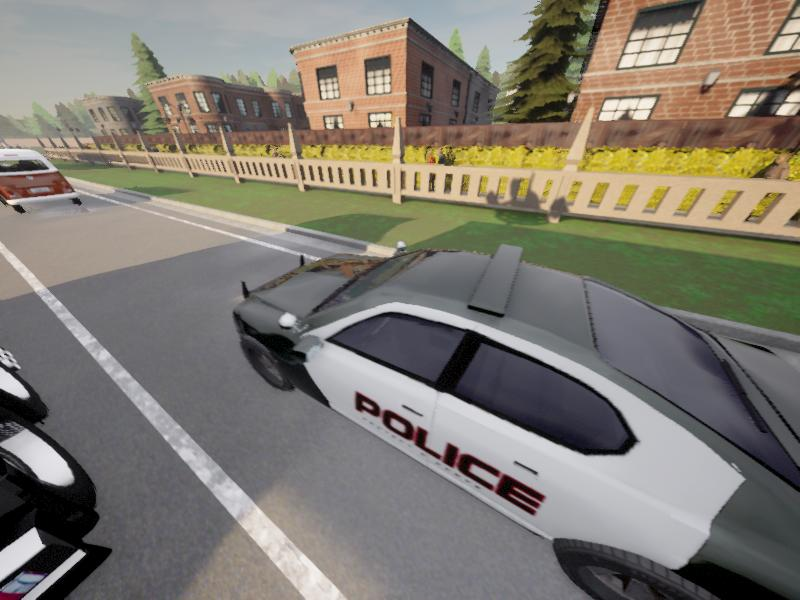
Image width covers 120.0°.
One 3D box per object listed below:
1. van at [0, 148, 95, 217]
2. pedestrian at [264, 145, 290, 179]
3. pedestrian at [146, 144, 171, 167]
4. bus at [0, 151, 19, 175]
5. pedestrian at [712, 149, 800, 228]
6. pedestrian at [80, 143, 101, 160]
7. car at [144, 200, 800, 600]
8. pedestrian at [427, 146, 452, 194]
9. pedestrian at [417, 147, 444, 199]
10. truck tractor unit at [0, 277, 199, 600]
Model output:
[{"bbox_3d":[-15.569,-4.999,9.520,4.480,2.038,2.069,17,39,24],"label":"van"},{"bbox_3d":[-8.035,-9.081,15.200,0.751,1.860,0.751,17,38,23],"label":"pedestrian"},{"bbox_3d":[-23.591,-14.150,22.603,0.751,1.860,0.751,18,39,24],"label":"pedestrian"},{"bbox_3d":[-38.390,-13.109,19.416,10.273,4.253,3.944,18,39,24],"label":"bus"},{"bbox_3d":[10.218,-3.128,6.504,0.751,1.860,0.751,17,38,23],"label":"pedestrian"},{"bbox_3d":[-41.914,-20.089,31.277,0.751,1.860,0.751,18,39,24],"label":"pedestrian"},{"bbox_3d":[0.364,0.298,2.238,4.974,1.542,2.038,18,39,24],"label":"car"},{"bbox_3d":[1.823,-6.011,10.713,0.751,1.860,0.751,18,39,25],"label":"pedestrian"},{"bbox_3d":[1.283,-5.437,9.890,0.751,1.860,0.751,18,39,24],"label":"pedestrian"},{"bbox_3d":[-5.130,-0.283,0.746,6.516,4.208,3.053,18,38,23],"label":"truck tractor unit"}]
